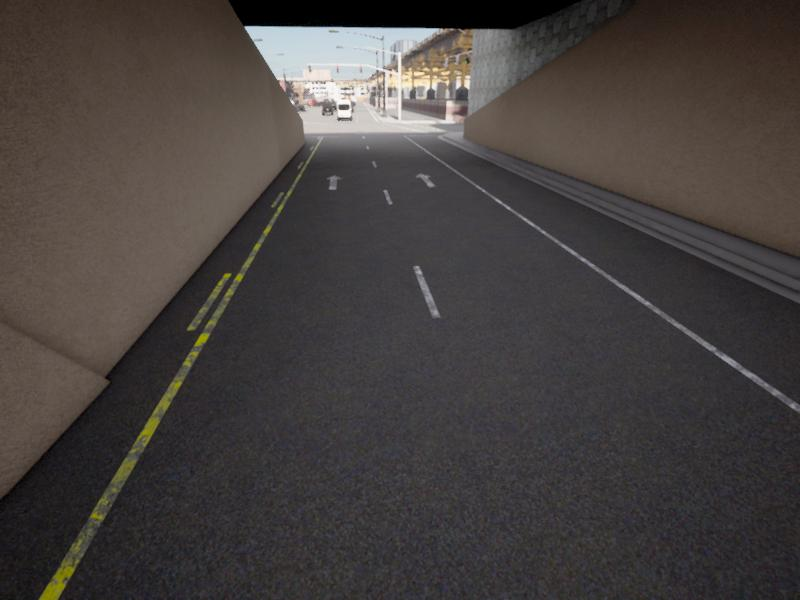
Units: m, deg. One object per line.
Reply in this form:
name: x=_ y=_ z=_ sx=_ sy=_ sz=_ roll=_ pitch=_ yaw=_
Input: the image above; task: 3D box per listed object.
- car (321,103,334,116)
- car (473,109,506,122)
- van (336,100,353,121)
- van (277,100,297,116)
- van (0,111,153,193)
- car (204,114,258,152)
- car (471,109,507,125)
car: x=-12.841 y=-33.807 z=70.981 sx=1.905 sy=1.878 sz=3.866 roll=-3 pitch=27 yaw=-5
car: x=10.834 y=-22.257 z=48.226 sx=1.853 sy=1.218 sz=4.536 roll=20 pitch=33 yaw=33
van: x=-7.927 y=-27.306 z=57.497 sx=1.988 sy=2.561 sz=5.915 roll=-2 pitch=27 yaw=-5
van: x=-20.034 y=-34.249 z=71.279 sx=2.351 sy=2.431 sz=6.366 roll=-3 pitch=27 yaw=-6
van: x=-13.246 y=-6.406 z=16.636 sx=2.351 sy=2.431 sz=6.366 roll=-3 pitch=27 yaw=-6
car: x=-11.014 y=-11.129 z=26.484 sx=1.932 sy=1.855 sz=4.605 roll=-3 pitch=29 yaw=-6
car: x=10.803 y=-22.098 z=48.261 sx=2.038 sy=1.542 sz=4.974 roll=20 pitch=33 yaw=33
